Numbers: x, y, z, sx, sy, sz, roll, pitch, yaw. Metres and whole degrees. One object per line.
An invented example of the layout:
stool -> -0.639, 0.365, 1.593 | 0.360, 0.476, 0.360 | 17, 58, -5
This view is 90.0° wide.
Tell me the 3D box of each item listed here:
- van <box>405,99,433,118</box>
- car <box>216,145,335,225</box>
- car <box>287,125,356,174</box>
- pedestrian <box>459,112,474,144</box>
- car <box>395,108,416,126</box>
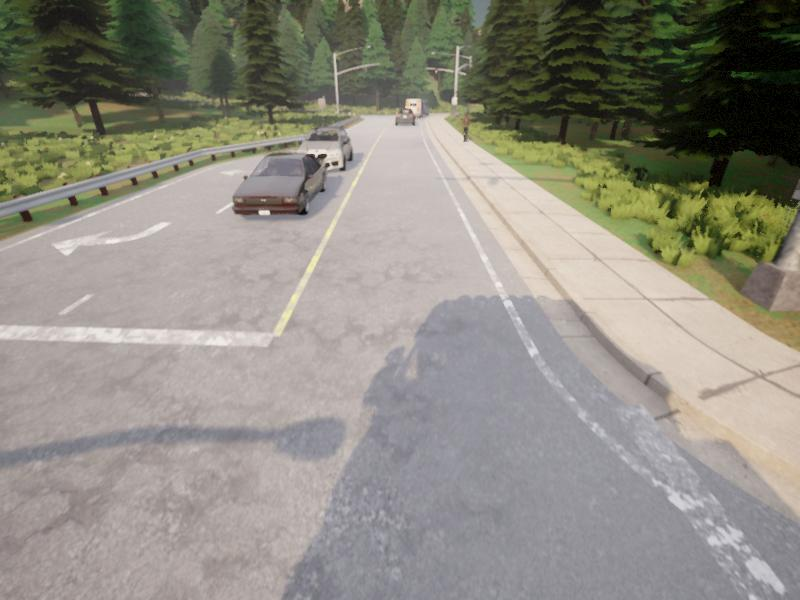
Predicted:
van -> 2.915, -28.779, 60.051 | 2.351, 2.431, 6.366 | 9, 29, 18
car -> -3.497, -3.806, 12.513 | 2.033, 1.411, 5.357 | 0, 27, 0
car -> -3.481, -7.174, 18.774 | 2.242, 1.667, 4.611 | 0, 27, 0
pedestrian -> 4.294, -11.218, 26.045 | 0.751, 1.860, 0.751 | 1, 27, 3
car -> 0.641, -20.841, 45.403 | 2.242, 1.667, 4.611 | 1, 27, 2
